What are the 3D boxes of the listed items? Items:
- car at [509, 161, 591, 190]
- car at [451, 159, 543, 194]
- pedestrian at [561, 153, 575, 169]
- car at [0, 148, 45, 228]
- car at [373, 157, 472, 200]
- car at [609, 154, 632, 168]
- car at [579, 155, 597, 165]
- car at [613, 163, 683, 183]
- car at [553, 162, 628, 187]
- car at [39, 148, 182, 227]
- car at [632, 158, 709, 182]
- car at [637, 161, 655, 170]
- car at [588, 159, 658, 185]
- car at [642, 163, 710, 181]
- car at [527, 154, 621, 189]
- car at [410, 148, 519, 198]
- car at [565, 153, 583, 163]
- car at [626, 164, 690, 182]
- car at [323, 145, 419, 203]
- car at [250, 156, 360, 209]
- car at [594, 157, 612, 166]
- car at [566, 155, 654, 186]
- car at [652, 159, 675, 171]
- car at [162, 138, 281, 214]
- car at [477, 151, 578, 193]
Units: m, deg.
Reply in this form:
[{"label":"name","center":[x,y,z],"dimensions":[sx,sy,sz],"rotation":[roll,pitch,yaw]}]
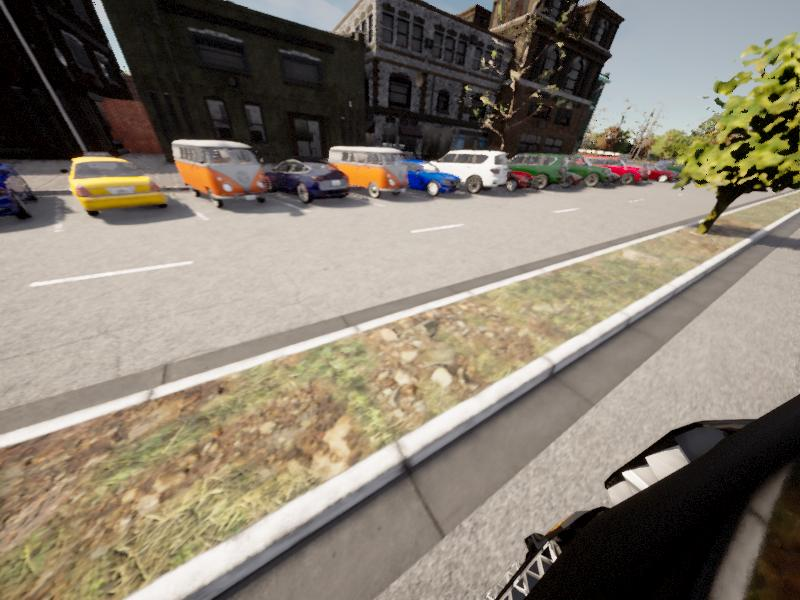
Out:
[{"label":"car","center":[11.499,-9.763,17.921],"dimensions":[4.792,1.488,2.163],"rotation":[27,40,32]},{"label":"car","center":[6.246,-8.335,15.345],"dimensions":[5.008,1.535,2.097],"rotation":[27,40,32]},{"label":"pedestrian","center":[24.442,-20.200,33.551],"dimensions":[0.751,1.860,0.751],"rotation":[-17,39,-30]},{"label":"car","center":[-12.064,-3.181,6.283],"dimensions":[5.008,1.535,2.097],"rotation":[26,40,31]},{"label":"car","center":[1.017,-6.870,12.768],"dimensions":[5.008,1.535,2.097],"rotation":[27,40,32]},{"label":"car","center":[43.303,-27.293,45.287],"dimensions":[2.435,2.045,5.566],"rotation":[28,41,32]},{"label":"car","center":[40.460,-30.097,49.683],"dimensions":[2.231,1.521,4.892],"rotation":[28,40,32]},{"label":"car","center":[27.192,-14.182,25.637],"dimensions":[5.008,1.535,2.097],"rotation":[27,40,32]},{"label":"car","center":[16.730,-11.227,20.498],"dimensions":[4.792,1.488,2.163],"rotation":[27,40,32]},{"label":"car","center":[-9.595,-3.991,7.676],"dimensions":[5.366,1.575,1.946],"rotation":[26,40,32]},{"label":"car","center":[32.447,-15.867,28.073],"dimensions":[5.566,2.045,2.435],"rotation":[27,41,32]},{"label":"car","center":[57.377,-31.488,53.965],"dimensions":[2.231,1.521,4.892],"rotation":[29,39,31]},{"label":"car","center":[21.969,-12.813,22.977],"dimensions":[4.553,1.767,2.185],"rotation":[27,41,32]},{"label":"car","center":[34.958,-16.465,29.576],"dimensions":[5.366,1.575,1.946],"rotation":[27,41,32]},{"label":"car","center":[14.126,-10.731,19.058],"dimensions":[5.566,2.045,2.435],"rotation":[27,40,32]},{"label":"car","center":[3.618,-7.819,13.928],"dimensions":[5.566,2.045,2.435],"rotation":[26,40,32]},{"label":"car","center":[39.031,-31.693,51.716],"dimensions":[2.185,1.767,4.553],"rotation":[28,40,32]},{"label":"car","center":[29.831,-14.880,26.943],"dimensions":[4.674,1.452,2.002],"rotation":[27,40,32]},{"label":"car","center":[-1.498,-6.281,11.294],"dimensions":[4.442,1.987,1.878],"rotation":[26,40,32]},{"label":"car","center":[-4.243,-5.385,10.213],"dimensions":[4.792,1.488,2.163],"rotation":[26,40,32]},{"label":"car","center":[41.880,-28.565,47.588],"dimensions":[2.002,1.452,4.674],"rotation":[28,41,32]},{"label":"car","center":[19.359,-12.195,21.634],"dimensions":[5.566,2.045,2.435],"rotation":[27,40,32]},{"label":"car","center":[58.850,-30.178,51.684],"dimensions":[2.435,2.045,5.566],"rotation":[28,39,32]},{"label":"car","center":[-6.734,-4.808,8.703],"dimensions":[4.442,1.987,1.878],"rotation":[26,40,32]},{"label":"car","center":[8.846,-9.283,16.504],"dimensions":[5.566,2.045,2.435],"rotation":[27,40,32]}]
